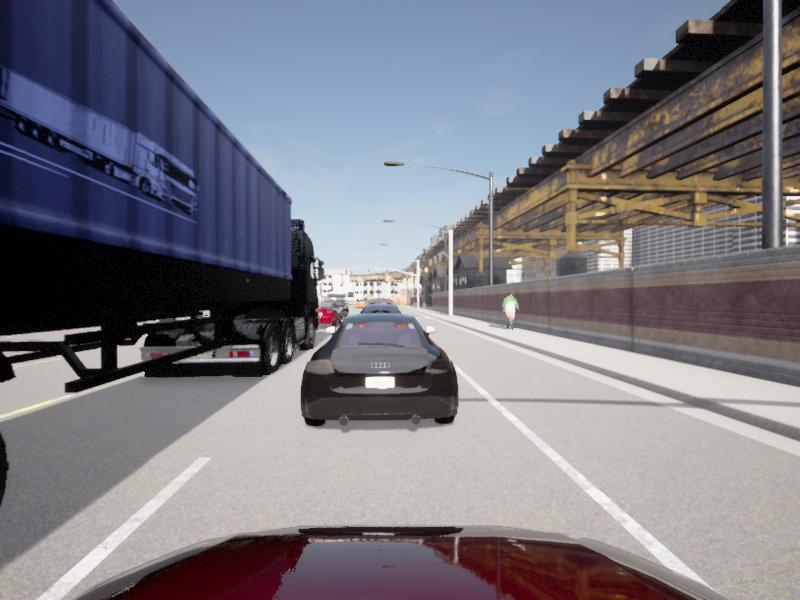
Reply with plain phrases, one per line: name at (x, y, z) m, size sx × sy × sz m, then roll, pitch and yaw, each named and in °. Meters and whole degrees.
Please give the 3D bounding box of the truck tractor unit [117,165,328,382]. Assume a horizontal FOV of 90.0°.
truck tractor unit at (-4.054, -0.509, 11.075) m, size 3.053 × 4.208 × 6.516 m, roll -1°, pitch 0°, yaw -2°

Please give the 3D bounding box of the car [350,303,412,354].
car at (-0.678, 0.869, 14.122) m, size 1.812 × 1.442 × 4.674 m, roll 0°, pitch 0°, yaw -3°

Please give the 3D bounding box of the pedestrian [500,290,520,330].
pedestrian at (5.235, 0.484, 19.051) m, size 0.751 × 1.860 × 0.751 m, roll 0°, pitch 0°, yaw -3°

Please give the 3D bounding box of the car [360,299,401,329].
car at (-1.156, 0.756, 24.138) m, size 2.242 × 1.667 × 4.611 m, roll 0°, pitch 0°, yaw -3°

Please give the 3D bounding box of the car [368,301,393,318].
car at (-1.771, 0.834, 36.959) m, size 2.128 × 1.511 × 4.902 m, roll 0°, pitch 0°, yaw -3°

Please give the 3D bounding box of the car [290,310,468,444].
car at (-0.317, 0.907, 6.569) m, size 1.994 × 1.385 × 4.181 m, roll 0°, pitch 0°, yaw -3°

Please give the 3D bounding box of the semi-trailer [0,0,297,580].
semi-trailer at (-3.670, -0.619, 3.153) m, size 2.717 × 4.402 × 14.254 m, roll 0°, pitch 0°, yaw -3°

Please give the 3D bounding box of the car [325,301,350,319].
car at (-5.663, 0.834, 36.154) m, size 2.128 × 1.511 × 4.902 m, roll 0°, pitch 0°, yaw -9°

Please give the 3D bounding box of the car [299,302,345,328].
car at (-4.695, 0.850, 24.873) m, size 2.163 × 1.488 × 4.792 m, roll 0°, pitch 0°, yaw -3°
